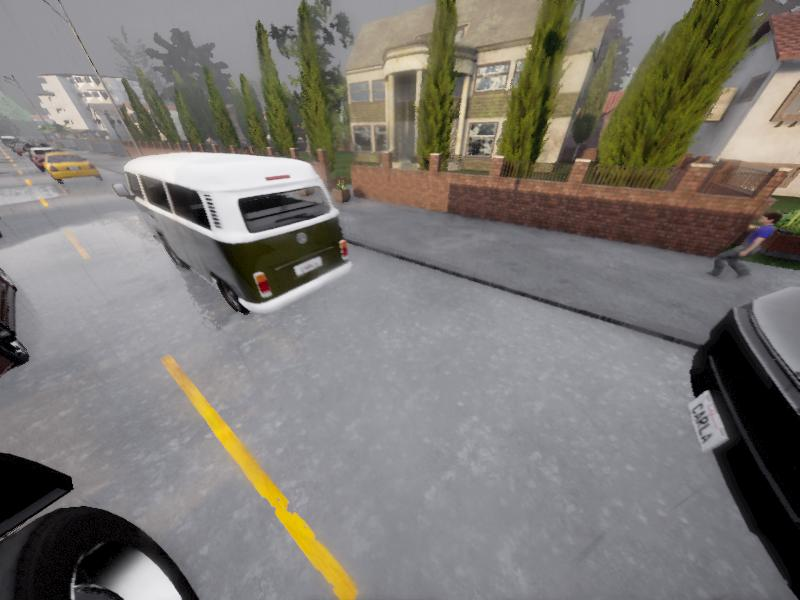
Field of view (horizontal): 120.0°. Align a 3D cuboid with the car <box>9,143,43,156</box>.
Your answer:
[{"bbox_3d":[-52.056,-20.999,32.149,4.181,1.385,1.994,22,41,28],"label":"car"}]

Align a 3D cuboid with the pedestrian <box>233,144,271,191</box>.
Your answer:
[{"bbox_3d":[-7.008,-6.305,10.985,0.751,1.860,0.751,25,42,31],"label":"pedestrian"}]

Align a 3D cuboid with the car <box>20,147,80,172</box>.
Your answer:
[{"bbox_3d":[-28.001,-11.314,18.489,3.806,1.475,1.970,23,41,29],"label":"car"}]

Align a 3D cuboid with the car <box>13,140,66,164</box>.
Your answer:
[{"bbox_3d":[-35.564,-14.642,22.803,4.605,1.855,1.932,21,40,28],"label":"car"}]

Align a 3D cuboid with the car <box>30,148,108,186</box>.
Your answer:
[{"bbox_3d":[-20.020,-8.127,13.933,5.366,1.575,1.801,23,41,29],"label":"car"}]

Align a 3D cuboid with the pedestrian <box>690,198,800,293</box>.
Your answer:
[{"bbox_3d":[6.109,-0.944,3.960,0.751,1.300,0.751,-16,38,-22],"label":"pedestrian"}]

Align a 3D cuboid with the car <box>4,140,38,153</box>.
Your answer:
[{"bbox_3d":[-62.046,-25.161,37.821,4.611,1.667,2.242,22,41,28],"label":"car"}]

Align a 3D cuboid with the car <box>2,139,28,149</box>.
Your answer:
[{"bbox_3d":[-80.599,-32.667,48.355,4.611,1.667,2.242,22,41,28],"label":"car"}]

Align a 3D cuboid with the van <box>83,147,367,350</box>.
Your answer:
[{"bbox_3d":[-3.034,-1.441,4.175,4.480,2.038,2.069,23,41,28],"label":"van"}]

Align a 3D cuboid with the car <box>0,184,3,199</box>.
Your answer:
[{"bbox_3d":[-19.578,-5.280,9.938,4.514,1.525,2.007,23,41,29],"label":"car"}]

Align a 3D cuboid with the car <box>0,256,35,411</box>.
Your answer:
[{"bbox_3d":[-6.172,0.202,2.420,4.181,1.385,1.994,23,41,29],"label":"car"}]

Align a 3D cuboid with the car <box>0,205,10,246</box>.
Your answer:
[{"bbox_3d":[-12.296,-2.342,5.822,4.514,1.525,2.007,23,41,28],"label":"car"}]
